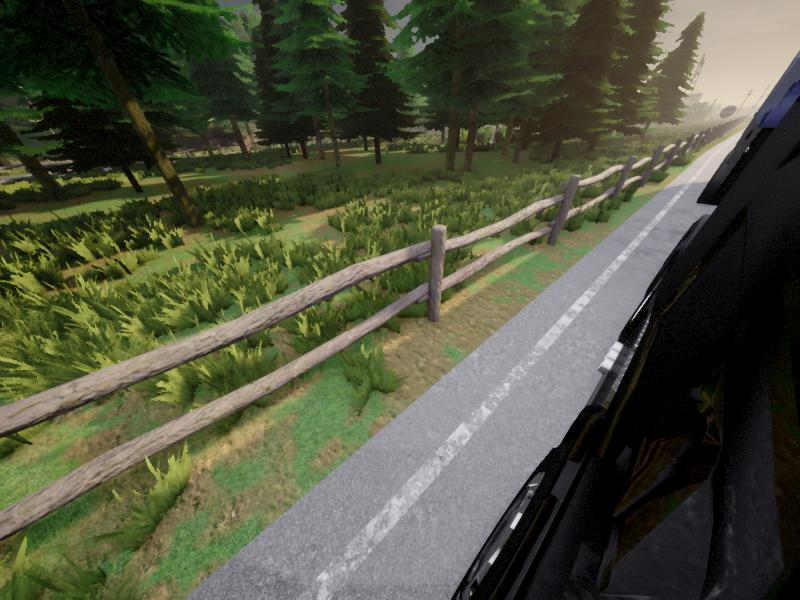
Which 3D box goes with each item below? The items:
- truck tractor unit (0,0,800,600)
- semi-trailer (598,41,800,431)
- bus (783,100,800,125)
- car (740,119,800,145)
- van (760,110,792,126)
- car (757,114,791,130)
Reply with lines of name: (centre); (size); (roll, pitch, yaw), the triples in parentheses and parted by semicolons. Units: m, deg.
truck tractor unit: (2.645, -0.295, 0.351); (6.516, 4.208, 3.053); (-28, 44, -30)
semi-trailer: (8.687, -3.615, 4.236); (14.254, 4.402, 2.717); (-28, 44, -30)
bus: (71.494, -33.166, 39.875); (10.273, 4.253, 3.944); (-27, 43, -29)
car: (29.870, -13.569, 18.614); (4.902, 1.511, 2.128); (-27, 43, -29)
van: (64.162, -31.128, 39.472); (4.480, 2.038, 2.069); (-27, 43, -29)
car: (51.151, -24.376, 31.631); (3.988, 1.617, 1.851); (-27, 43, -29)
